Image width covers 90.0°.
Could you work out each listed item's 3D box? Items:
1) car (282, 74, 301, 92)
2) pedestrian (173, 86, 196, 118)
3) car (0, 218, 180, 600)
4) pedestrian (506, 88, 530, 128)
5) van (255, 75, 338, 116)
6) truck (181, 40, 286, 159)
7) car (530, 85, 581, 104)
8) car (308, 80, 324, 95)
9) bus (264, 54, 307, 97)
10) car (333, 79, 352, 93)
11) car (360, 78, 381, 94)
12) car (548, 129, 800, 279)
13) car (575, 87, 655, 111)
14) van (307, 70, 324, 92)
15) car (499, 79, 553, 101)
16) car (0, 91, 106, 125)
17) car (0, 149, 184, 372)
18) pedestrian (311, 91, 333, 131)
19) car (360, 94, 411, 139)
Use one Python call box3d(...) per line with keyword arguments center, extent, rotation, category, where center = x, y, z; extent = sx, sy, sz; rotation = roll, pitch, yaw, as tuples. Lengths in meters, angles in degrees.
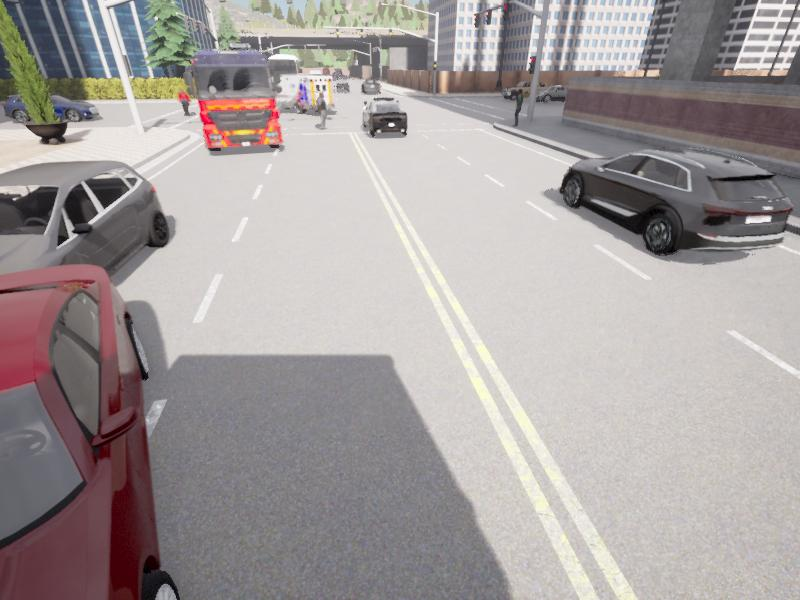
box3d(center=(-15.827, -31.803, 58.475), extent=(2.150, 2.045, 5.566), rotation=(-5, 31, -9), category="car")
box3d(center=(-14.714, -13.534, 27.338), extent=(0.751, 1.860, 0.751), rotation=(-5, 31, -8), category="pedestrian")
box3d(center=(-2.911, 1.028, 2.732), extent=(1.882, 1.535, 5.008), rotation=(-18, 34, -27), category="car")
box3d(center=(6.337, -10.363, 21.544), extent=(0.751, 1.860, 0.751), rotation=(22, 37, 32), category="pedestrian")
box3d(center=(-7.843, -15.496, 30.162), extent=(6.366, 2.431, 2.351), rotation=(22, 37, 33), category="van")
box3d(center=(-7.403, -9.297, 18.156), extent=(2.891, 3.827, 8.468), rotation=(-11, 32, -17), category="truck")
box3d(center=(14.551, -19.342, 37.625), extent=(3.806, 1.475, 1.970), rotation=(-5, 31, -8), category="car")
box3d(center=(-10.828, -27.566, 51.811), extent=(1.812, 1.442, 4.674), rotation=(-5, 31, -9), category="car")
box3d(center=(-13.978, -27.963, 49.718), extent=(3.944, 4.253, 10.273), rotation=(-5, 31, -9), category="bus")
box3d(center=(-7.885, -29.293, 54.691), extent=(2.128, 1.511, 4.902), rotation=(-5, 31, -9), category="car")
box3d(center=(-3.911, -28.207, 52.663), extent=(2.242, 1.667, 4.611), rotation=(-5, 31, -9), category="car")
box3d(center=(5.401, -2.361, 8.427), extent=(2.033, 1.649, 4.856), rotation=(-5, 31, -9), category="car")
box3d(center=(17.019, -16.018, 31.823), extent=(5.366, 1.575, 1.801), rotation=(-5, 31, -9), category="car")
box3d(center=(-12.228, -31.884, 58.123), extent=(1.988, 2.561, 5.915), rotation=(-5, 31, -9), category="van")
box3d(center=(12.634, -21.124, 40.282), extent=(4.605, 1.855, 1.932), rotation=(-4, 31, -7), category="car")
box3d(center=(-22.096, -12.209, 25.369), extent=(4.856, 1.649, 2.033), rotation=(-6, 31, -9), category="car")
box3d(center=(-5.462, -0.994, 6.094), extent=(2.242, 1.667, 4.611), rotation=(-4, 30, -6), category="car")
box3d(center=(-4.181, -10.184, 21.571), extent=(0.751, 1.860, 0.751), rotation=(7, 31, 12), category="pedestrian")
box3d(center=(-0.881, -9.922, 21.377), extent=(1.930, 1.638, 5.238), rotation=(-5, 31, -9), category="car")
